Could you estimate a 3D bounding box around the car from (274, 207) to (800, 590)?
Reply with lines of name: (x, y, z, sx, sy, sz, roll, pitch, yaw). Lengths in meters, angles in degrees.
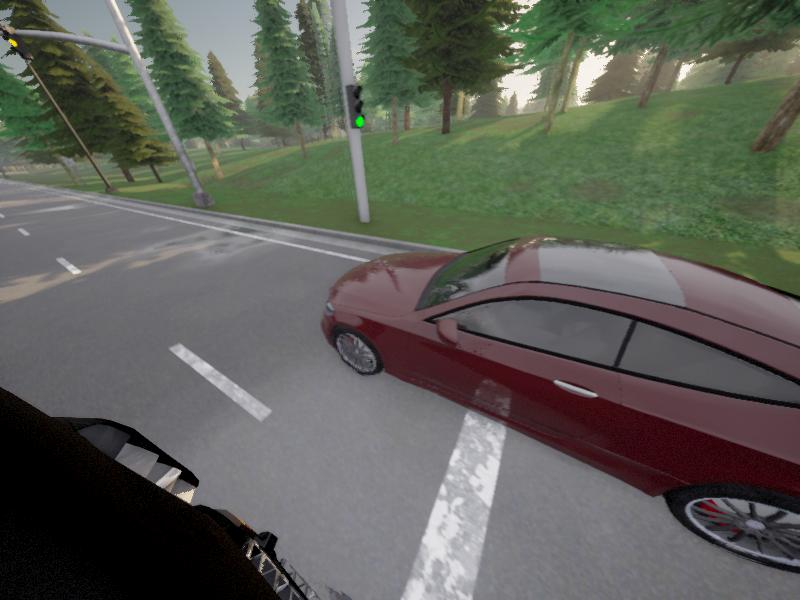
car: (1.287, 0.198, 2.259, 4.674, 1.442, 1.812, 16, 38, 26)
